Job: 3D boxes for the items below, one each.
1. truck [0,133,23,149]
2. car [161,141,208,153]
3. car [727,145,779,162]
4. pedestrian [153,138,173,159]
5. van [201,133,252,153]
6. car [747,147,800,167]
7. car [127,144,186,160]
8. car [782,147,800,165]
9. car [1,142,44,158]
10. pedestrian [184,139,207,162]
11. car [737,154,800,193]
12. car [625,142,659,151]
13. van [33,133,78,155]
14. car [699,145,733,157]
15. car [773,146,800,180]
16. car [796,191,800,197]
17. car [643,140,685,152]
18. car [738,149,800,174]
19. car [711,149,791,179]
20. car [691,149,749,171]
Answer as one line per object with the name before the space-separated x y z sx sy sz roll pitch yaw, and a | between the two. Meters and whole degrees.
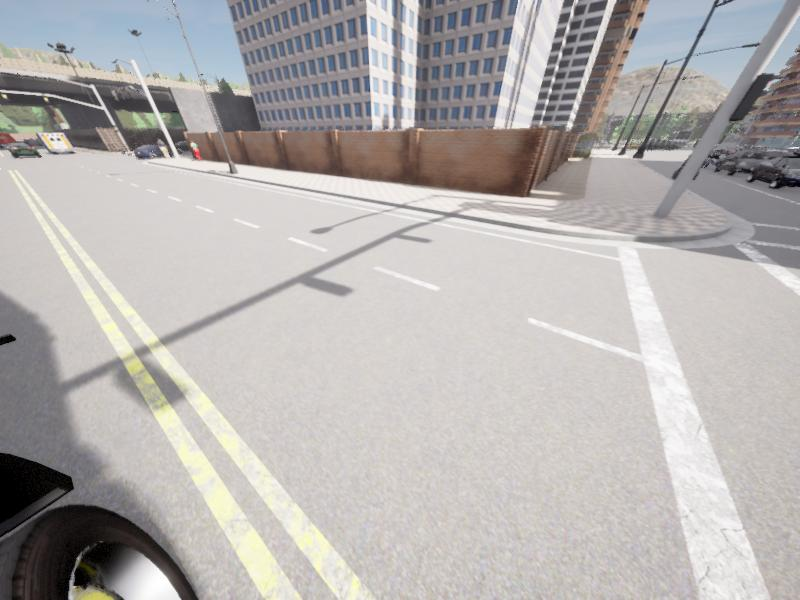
truck | -80.135 -32.360 46.934 5.204 2.467 2.627 22 40 27
car | -34.123 -24.358 36.761 1.837 1.490 4.892 23 41 28
car | 45.198 -18.924 29.771 2.033 1.649 4.856 22 41 28
pedestrian | -25.174 -16.137 24.611 0.751 1.860 0.751 -22 41 -29
van | -28.403 -25.960 38.182 1.988 2.561 5.915 22 41 28
car | 41.320 -15.709 25.274 2.128 1.511 4.902 22 41 28
car | -28.483 -17.516 27.231 1.994 1.385 4.181 8 36 12
car | 46.207 -16.206 25.988 1.789 1.549 3.705 22 41 28
car | -45.740 -18.221 27.962 4.974 1.542 2.038 22 40 28
pedestrian | -19.840 -14.536 22.430 0.751 1.860 0.751 16 38 20
car | 22.374 -7.240 13.107 2.163 1.488 4.792 22 41 28
car | 58.798 -37.480 56.301 5.366 1.575 1.801 22 41 28
van | -50.471 -22.912 33.837 6.366 2.431 2.351 22 40 27
car | 52.888 -25.136 38.807 2.007 1.525 4.514 22 41 28
car | 29.250 -9.515 16.043 1.905 1.878 3.866 22 41 28
car | 18.874 -4.504 8.847 1.932 1.855 4.605 24 41 29
car | 59.518 -34.939 52.272 5.566 2.045 2.150 22 41 28
car | 32.920 -12.350 20.445 1.837 1.490 4.892 22 41 28
car | 26.073 -10.318 17.400 1.851 1.617 3.988 22 41 28
car | 29.625 -13.161 21.581 1.816 1.474 4.193 22 41 28
